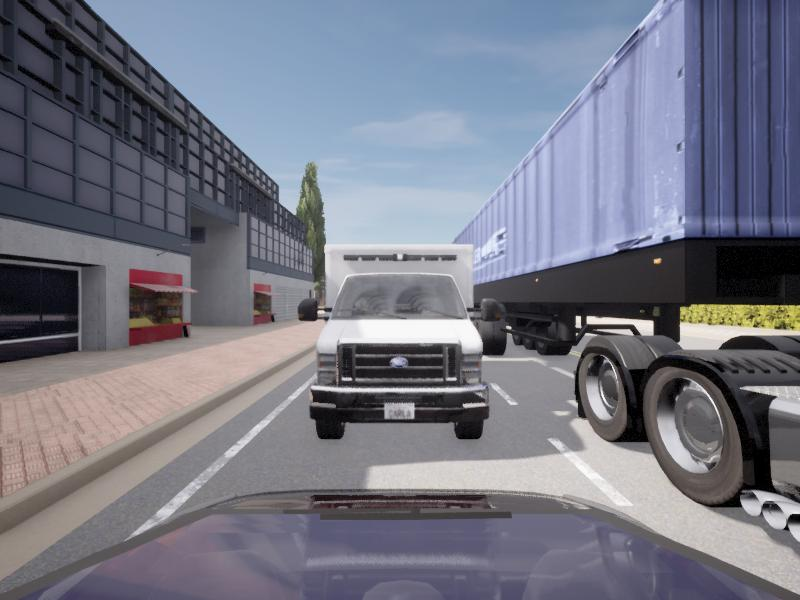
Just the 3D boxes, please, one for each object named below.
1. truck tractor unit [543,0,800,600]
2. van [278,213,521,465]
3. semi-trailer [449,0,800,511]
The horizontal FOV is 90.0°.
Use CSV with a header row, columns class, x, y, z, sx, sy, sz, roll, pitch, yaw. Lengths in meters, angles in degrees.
class,x,y,z,sx,sy,sz,roll,pitch,yaw
truck tractor unit,3.498,-0.515,2.245,3.053,4.208,6.516,0,0,0
van,-0.007,0.378,7.051,2.351,2.431,6.366,0,0,0
semi-trailer,3.492,-0.617,10.157,2.717,4.402,14.254,0,0,0
